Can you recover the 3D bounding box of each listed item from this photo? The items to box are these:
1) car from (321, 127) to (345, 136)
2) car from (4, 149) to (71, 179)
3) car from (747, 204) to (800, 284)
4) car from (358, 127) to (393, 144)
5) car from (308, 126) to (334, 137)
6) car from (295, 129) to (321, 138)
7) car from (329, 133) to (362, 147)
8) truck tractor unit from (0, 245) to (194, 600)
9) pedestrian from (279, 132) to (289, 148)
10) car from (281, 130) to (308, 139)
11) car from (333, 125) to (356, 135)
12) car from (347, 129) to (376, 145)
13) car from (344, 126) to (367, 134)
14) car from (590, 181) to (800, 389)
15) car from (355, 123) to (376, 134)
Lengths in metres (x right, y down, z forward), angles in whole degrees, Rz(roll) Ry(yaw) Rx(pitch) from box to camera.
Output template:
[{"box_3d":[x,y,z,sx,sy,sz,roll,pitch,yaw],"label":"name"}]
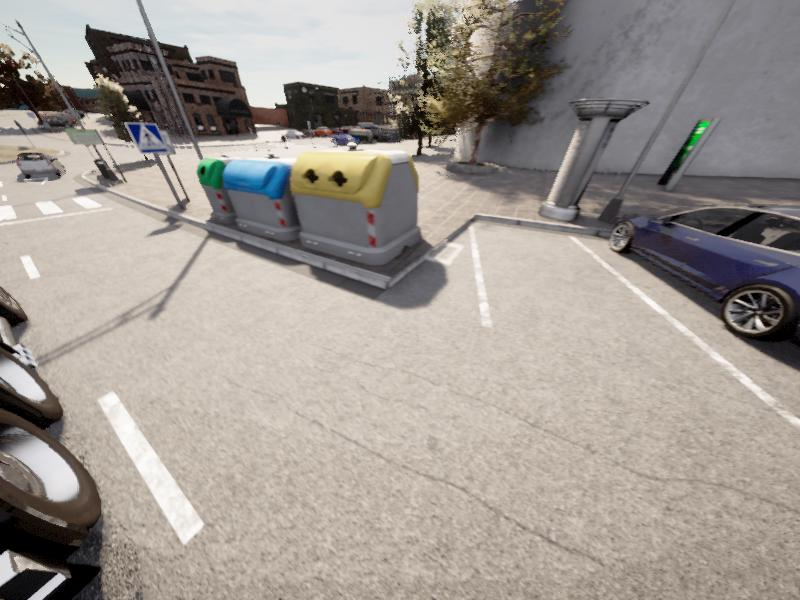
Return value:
[{"box_3d":[-14.807,-37.369,51.256,4.792,1.488,2.163,18,43,22],"label":"car"},{"box_3d":[-27.272,-10.370,17.548,1.845,1.501,3.633,-28,46,-34],"label":"car"},{"box_3d":[8.430,-0.013,2.591,2.231,1.521,4.892,5,34,9],"label":"car"},{"box_3d":[-4.305,-28.892,40.533,5.566,2.045,2.435,21,45,23],"label":"car"},{"box_3d":[-16.956,-36.195,49.637,4.553,1.767,2.185,18,43,22],"label":"car"},{"box_3d":[-19.150,-34.803,48.241,4.792,1.488,2.163,18,43,22],"label":"car"},{"box_3d":[-8.882,-26.199,37.767,5.008,1.535,2.097,21,44,23],"label":"car"},{"box_3d":[-5.105,-0.301,0.839,6.516,4.208,3.053,19,40,26],"label":"truck tractor unit"},{"box_3d":[-17.436,-24.108,34.834,0.751,1.860,0.751,-22,44,-30],"label":"pedestrian"},{"box_3d":[-21.374,-33.525,46.759,4.674,1.452,2.002,18,43,22],"label":"car"},{"box_3d":[-12.558,-38.746,52.630,4.553,1.767,2.185,18,43,22],"label":"car"},{"box_3d":[-6.476,-27.581,39.037,4.442,1.987,1.878,21,44,23],"label":"car"},{"box_3d":[-10.384,-39.937,54.224,5.008,1.535,2.097,18,43,22],"label":"car"},{"box_3d":[5.884,-0.835,3.873,2.163,1.488,4.792,6,34,9],"label":"car"},{"box_3d":[-8.291,-41.412,55.611,4.442,1.987,1.878,18,43,22],"label":"car"}]
